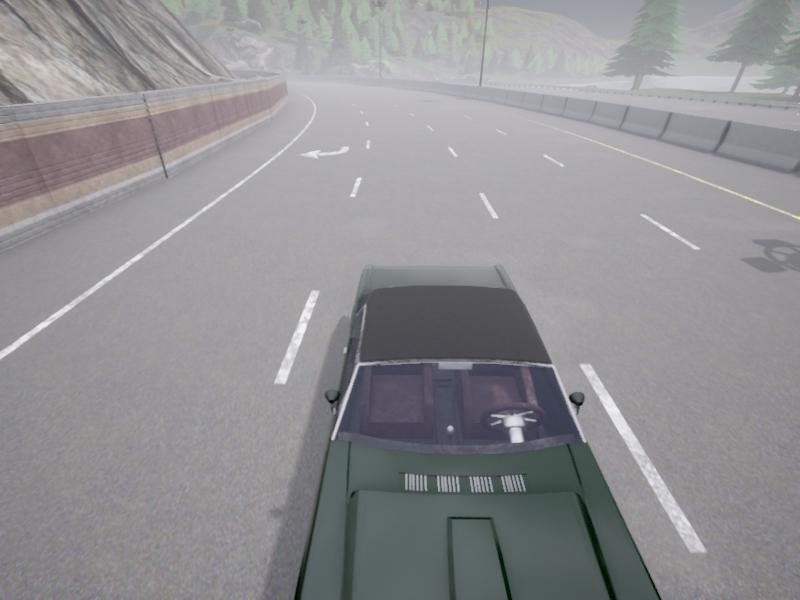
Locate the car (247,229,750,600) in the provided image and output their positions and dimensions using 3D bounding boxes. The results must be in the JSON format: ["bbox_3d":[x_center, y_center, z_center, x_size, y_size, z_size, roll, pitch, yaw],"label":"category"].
[{"bbox_3d":[0.397,0.874,3.233,1.895,1.301,4.718,0,30,1],"label":"car"}]
